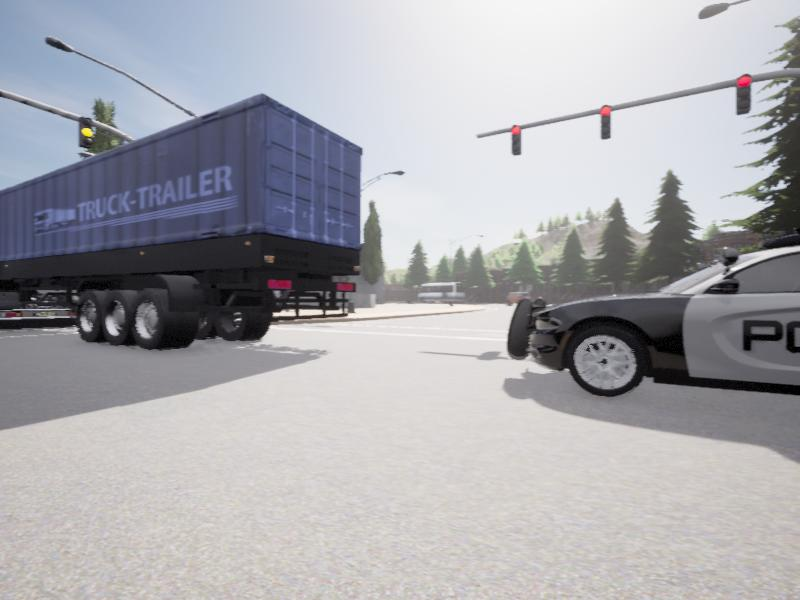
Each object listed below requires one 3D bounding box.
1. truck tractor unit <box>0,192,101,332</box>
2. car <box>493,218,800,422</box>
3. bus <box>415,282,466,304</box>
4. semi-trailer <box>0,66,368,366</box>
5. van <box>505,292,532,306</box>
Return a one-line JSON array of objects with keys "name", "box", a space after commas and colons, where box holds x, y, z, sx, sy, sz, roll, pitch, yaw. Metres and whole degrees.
[{"name": "truck tractor unit", "box": [-14.302, -1.158, 14.708, 6.516, 4.208, 3.053, 0, 0, 31]}, {"name": "car", "box": [3.790, 0.158, 3.993, 5.238, 1.638, 1.930, 0, 0, 31]}, {"name": "bus", "box": [8.169, -1.327, 81.904, 10.273, 4.253, 3.944, 0, 0, 45]}, {"name": "semi-trailer", "box": [-7.488, -1.245, 10.673, 14.254, 4.402, 2.717, 0, 0, 31]}, {"name": "van", "box": [17.190, -0.141, 58.266, 1.775, 1.987, 4.442, 0, 0, -13]}]
